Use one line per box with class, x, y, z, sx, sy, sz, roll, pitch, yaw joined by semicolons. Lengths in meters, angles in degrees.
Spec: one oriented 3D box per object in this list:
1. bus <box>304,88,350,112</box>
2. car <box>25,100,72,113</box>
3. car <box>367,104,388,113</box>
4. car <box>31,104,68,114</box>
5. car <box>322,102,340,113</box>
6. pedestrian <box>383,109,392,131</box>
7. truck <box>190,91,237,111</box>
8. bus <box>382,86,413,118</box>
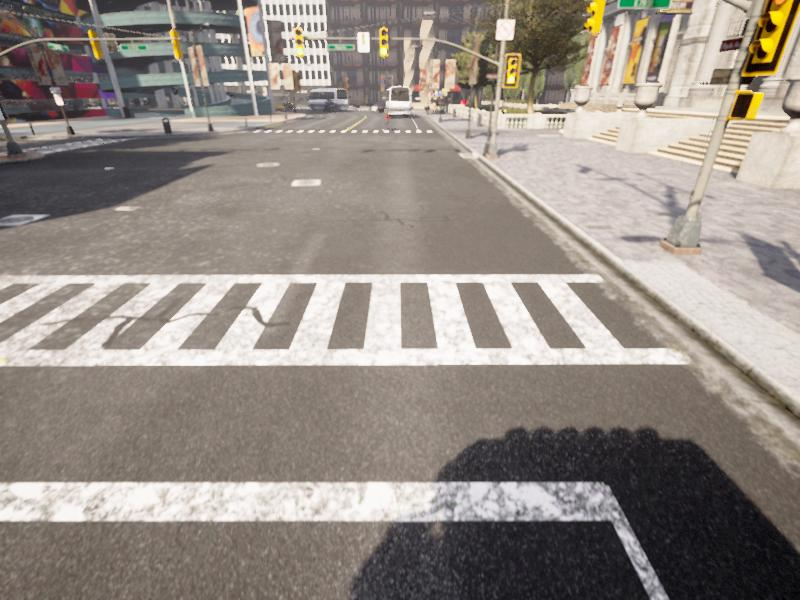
bus;-15.512;-42.422;84.908;10.273;4.253;3.944;23;35;38
car;-62.161;-34.242;70.896;5.566;2.045;2.435;0;27;0
car;-4.310;-36.812;76.877;2.038;1.542;4.974;-14;30;-25
car;-62.220;-33.893;71.075;4.514;1.523;2.007;0;27;0
car;-13.536;-37.862;78.619;1.905;1.878;3.866;-16;31;-28
pedestrian;-1.179;-16.796;37.399;0.751;1.860;0.751;-1;27;-2
truck;-41.652;-44.550;89.526;8.468;3.827;2.891;3;27;6
bus;-0.602;-31.731;64.023;3.944;4.253;10.273;-2;27;-6
